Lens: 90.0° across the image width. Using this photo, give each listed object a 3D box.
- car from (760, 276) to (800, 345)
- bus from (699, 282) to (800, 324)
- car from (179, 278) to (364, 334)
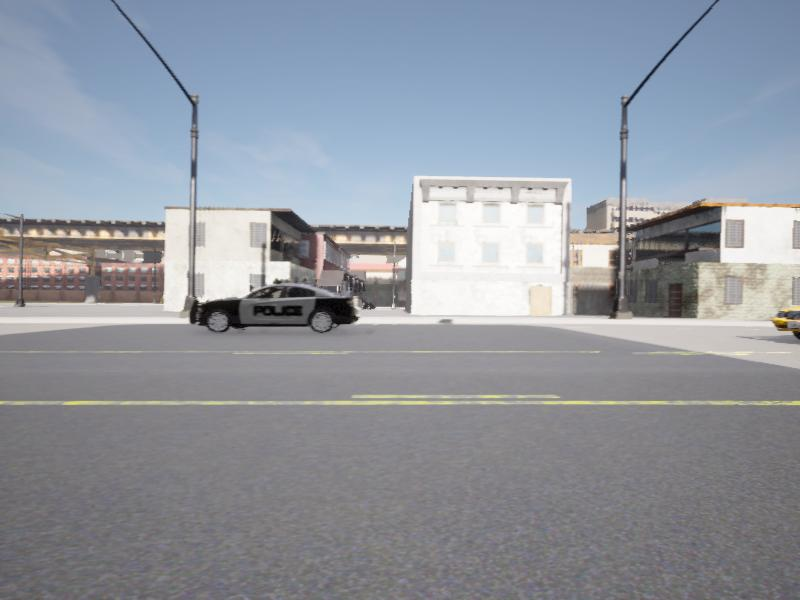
[{"bbox_3d":[11.789,0.276,9.217,5.366,1.575,1.801,1,0,0],"label":"car"},{"bbox_3d":[40.029,0.271,44.559,10.273,4.253,3.944,1,0,45],"label":"bus"},{"bbox_3d":[-3.848,0.171,12.673,5.238,1.638,1.930,0,0,0],"label":"car"}]
